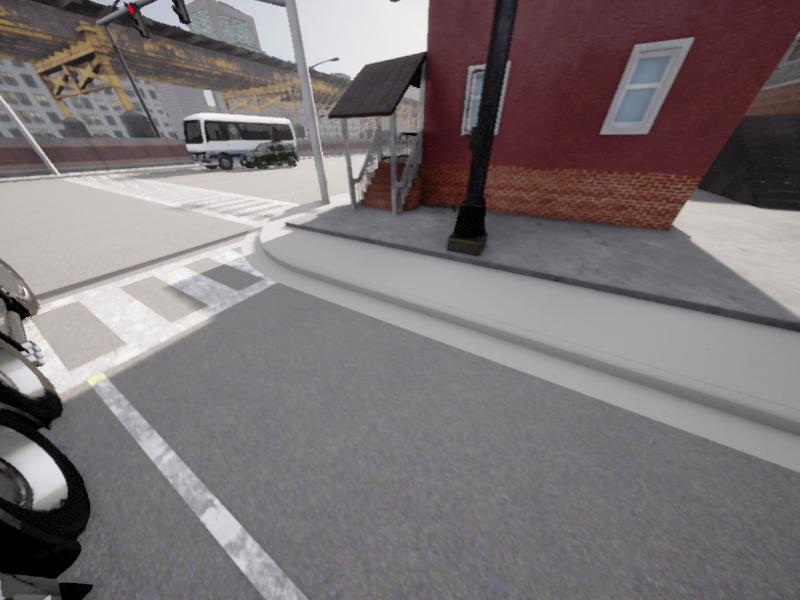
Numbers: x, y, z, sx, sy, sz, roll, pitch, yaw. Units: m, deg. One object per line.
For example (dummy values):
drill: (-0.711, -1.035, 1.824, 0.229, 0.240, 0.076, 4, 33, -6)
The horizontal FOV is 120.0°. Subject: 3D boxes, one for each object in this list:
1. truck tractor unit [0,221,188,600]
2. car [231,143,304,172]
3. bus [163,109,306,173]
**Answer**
truck tractor unit: (-5.035, -0.370, 0.881, 6.516, 4.208, 3.053, 21, 40, 27)
car: (-12.461, -13.867, 22.285, 2.150, 2.045, 5.566, 17, 39, 24)
bus: (-15.328, -15.793, 23.147, 3.944, 4.253, 10.273, 17, 39, 24)
